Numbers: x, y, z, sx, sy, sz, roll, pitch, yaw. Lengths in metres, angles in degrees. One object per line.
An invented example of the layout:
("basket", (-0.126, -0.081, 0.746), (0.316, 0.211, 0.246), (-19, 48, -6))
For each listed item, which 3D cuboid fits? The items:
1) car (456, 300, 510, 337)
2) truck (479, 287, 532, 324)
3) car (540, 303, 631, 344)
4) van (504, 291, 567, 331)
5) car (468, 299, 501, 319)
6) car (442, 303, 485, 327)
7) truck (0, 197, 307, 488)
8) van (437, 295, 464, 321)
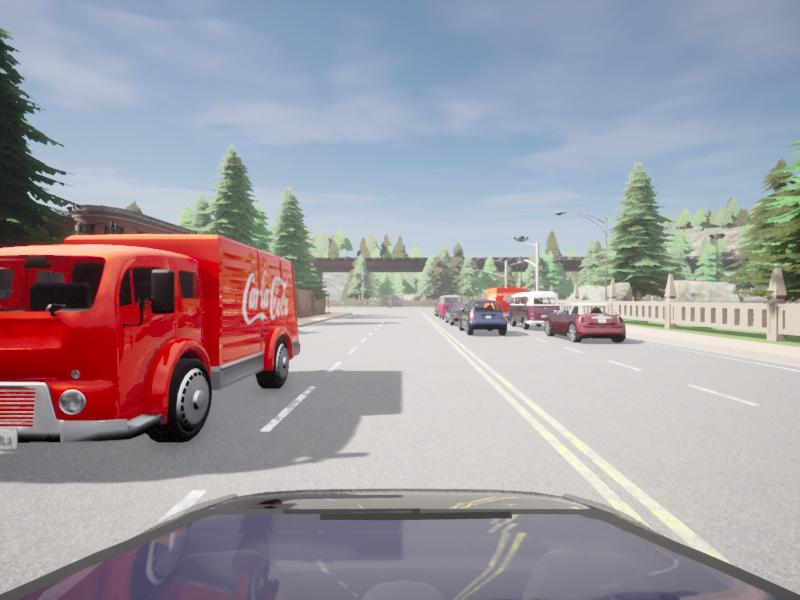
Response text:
("car", (3.884, 0.788, 19.320), (1.851, 1.617, 3.988), (0, 0, 1))
("truck", (7.576, 0.357, 29.430), (2.627, 2.467, 5.204), (0, 0, 1))
("car", (7.326, 0.853, 16.244), (1.970, 1.475, 3.806), (0, 0, 1))
("van", (7.443, 0.571, 22.492), (2.069, 2.038, 4.480), (0, 0, 1))
("car", (7.714, 0.778, 36.930), (2.033, 1.649, 4.856), (0, 0, 1))
("car", (4.012, 0.895, 26.078), (2.033, 1.411, 5.357), (0, 0, 1))
("truck", (-3.370, 0.353, 6.016), (2.627, 2.467, 5.204), (0, 0, 1))
("van", (4.143, 0.599, 33.180), (1.775, 1.987, 4.442), (0, 0, 1))
